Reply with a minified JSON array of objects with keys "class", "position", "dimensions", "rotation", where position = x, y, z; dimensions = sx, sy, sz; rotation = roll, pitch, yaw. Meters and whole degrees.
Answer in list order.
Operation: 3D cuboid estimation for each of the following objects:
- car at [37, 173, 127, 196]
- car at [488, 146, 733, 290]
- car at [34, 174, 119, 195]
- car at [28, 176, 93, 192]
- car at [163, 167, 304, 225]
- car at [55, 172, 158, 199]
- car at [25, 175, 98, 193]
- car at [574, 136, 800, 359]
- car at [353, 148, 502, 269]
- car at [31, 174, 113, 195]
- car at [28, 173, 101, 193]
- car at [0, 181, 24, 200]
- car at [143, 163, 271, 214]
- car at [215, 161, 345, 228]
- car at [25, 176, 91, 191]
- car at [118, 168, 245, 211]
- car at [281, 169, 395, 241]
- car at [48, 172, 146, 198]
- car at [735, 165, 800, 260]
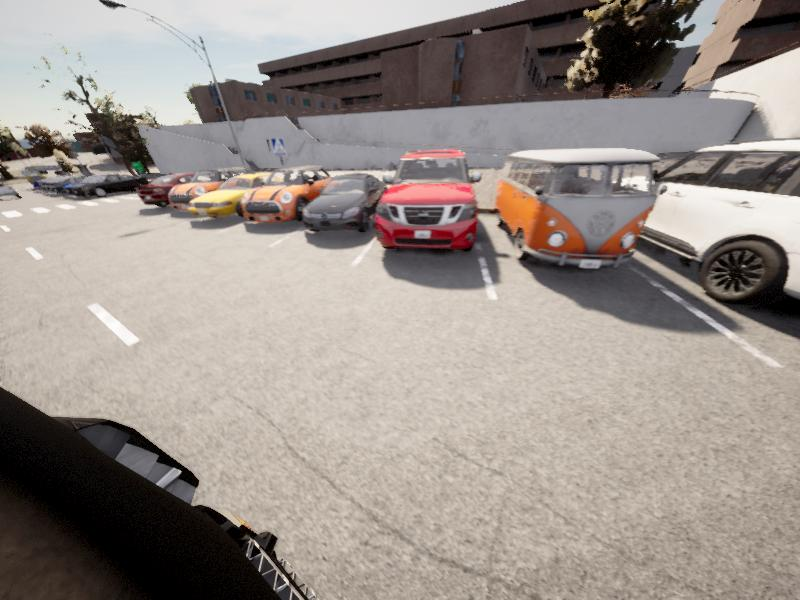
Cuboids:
[{"class":"car","position":[-32.484,-12.007,23.921],"dimensions":[2.231,1.521,4.892],"rotation":[3,33,11]},{"class":"car","position":[3.465,-2.275,5.276],"dimensions":[1.878,1.987,4.442],"rotation":[4,34,9]},{"class":"car","position":[-35.014,-12.705,25.288],"dimensions":[2.231,1.521,4.892],"rotation":[4,33,12]},{"class":"car","position":[-47.411,-16.342,32.428],"dimensions":[2.002,1.452,4.674],"rotation":[5,33,14]},{"class":"car","position":[-6.839,-4.964,10.540],"dimensions":[1.946,1.575,5.366],"rotation":[4,33,10]},{"class":"car","position":[-24.826,-9.967,19.924],"dimensions":[2.097,1.535,5.008],"rotation":[3,33,10]},{"class":"car","position":[-44.970,-15.615,30.940],"dimensions":[2.097,1.535,5.008],"rotation":[5,33,14]},{"class":"car","position":[6.061,-1.634,4.088],"dimensions":[2.435,2.045,5.566],"rotation":[4,34,10]},{"class":"car","position":[0.906,-3.079,6.629],"dimensions":[2.435,2.045,5.566],"rotation":[4,34,9]},{"class":"car","position":[-37.527,-13.414,26.672],"dimensions":[2.231,1.521,4.892],"rotation":[4,33,12]},{"class":"car","position":[-42.498,-14.995,29.461],"dimensions":[2.185,1.767,4.553],"rotation":[5,33,13]},{"class":"car","position":[-40.636,-11.111,23.473],"dimensions":[3.633,1.501,1.845],"rotation":[16,38,28]},{"class":"car","position":[-9.386,-5.900,11.963],"dimensions":[2.185,1.767,4.553],"rotation":[4,33,10]},{"class":"car","position":[-4.236,-4.462,9.348],"dimensions":[2.185,1.767,4.553],"rotation":[4,33,10]},{"class":"car","position":[-49.860,-17.141,33.884],"dimensions":[2.231,1.521,4.892],"rotation":[5,33,15]},{"class":"car","position":[-11.968,-6.484,13.312],"dimensions":[2.097,1.535,5.008],"rotation":[3,33,10]},{"class":"car","position":[-1.659,-3.584,8.113],"dimensions":[2.002,1.452,4.674],"rotation":[4,33,9]},{"class":"car","position":[-27.385,-10.648,21.252],"dimensions":[2.097,1.535,5.008],"rotation":[3,33,10]},{"class":"car","position":[8.650,-0.664,2.917],"dimensions":[2.097,1.535,5.008],"rotation":[4,34,9]}]
